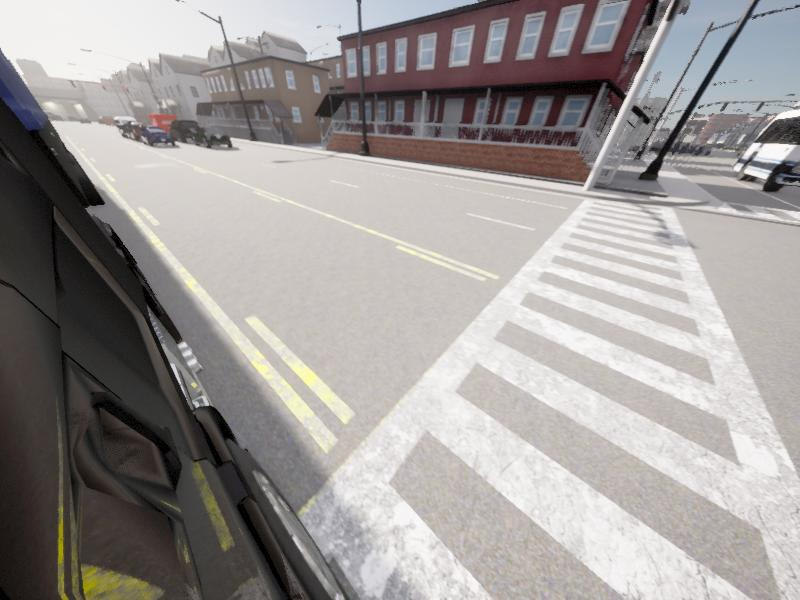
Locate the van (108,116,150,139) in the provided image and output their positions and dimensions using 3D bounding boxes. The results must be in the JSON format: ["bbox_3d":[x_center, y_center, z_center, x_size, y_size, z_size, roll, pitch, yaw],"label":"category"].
[{"bbox_3d":[-32.904,-20.933,28.036,4.480,2.038,2.069,28,43,30],"label":"van"}]

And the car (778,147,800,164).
[{"bbox_3d":[67.751,-24.410,39.035,2.150,2.045,5.566,28,43,30],"label":"car"}]

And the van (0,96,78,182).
[{"bbox_3d":[-16.643,-7.060,9.979,5.915,2.561,1.988,28,43,30],"label":"van"}]

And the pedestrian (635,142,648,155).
[{"bbox_3d":[41.613,-26.121,39.752,0.751,1.860,0.751,28,44,30],"label":"pedestrian"}]

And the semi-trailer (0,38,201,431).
[{"bbox_3d":[-8.672,-3.618,4.259,14.254,4.402,2.717,28,43,30],"label":"semi-trailer"}]

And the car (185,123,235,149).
[{"bbox_3d":[-18.291,-15.805,22.262,4.553,1.767,2.097,28,43,30],"label":"car"}]

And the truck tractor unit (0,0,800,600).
[{"bbox_3d":[-2.645,-0.295,0.351,6.516,4.208,3.053,28,44,30],"label":"truck tractor unit"}]

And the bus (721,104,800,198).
[{"bbox_3d":[25.095,-9.035,13.821,3.944,4.253,10.273,28,43,30],"label":"bus"}]

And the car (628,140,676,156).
[{"bbox_3d":[45.972,-27.858,42.274,5.566,2.045,2.150,31,45,32],"label":"car"}]

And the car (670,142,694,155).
[{"bbox_3d":[61.699,-33.287,50.596,2.150,2.045,5.566,28,43,30],"label":"car"}]

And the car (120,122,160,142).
[{"bbox_3d":[-28.208,-18.265,25.105,3.988,1.617,1.851,28,43,30],"label":"car"}]

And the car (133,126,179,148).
[{"bbox_3d":[-22.963,-15.407,21.728,4.674,1.442,1.812,28,43,30],"label":"car"}]

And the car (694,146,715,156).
[{"bbox_3d":[63.889,-31.349,48.519,1.789,1.549,3.705,28,43,30],"label":"car"}]

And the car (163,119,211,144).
[{"bbox_3d":[-23.839,-18.835,25.778,5.566,2.045,2.150,28,44,30],"label":"car"}]

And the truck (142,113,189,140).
[{"bbox_3d":[-29.919,-22.156,29.508,5.204,2.467,2.627,29,44,31],"label":"truck"}]
